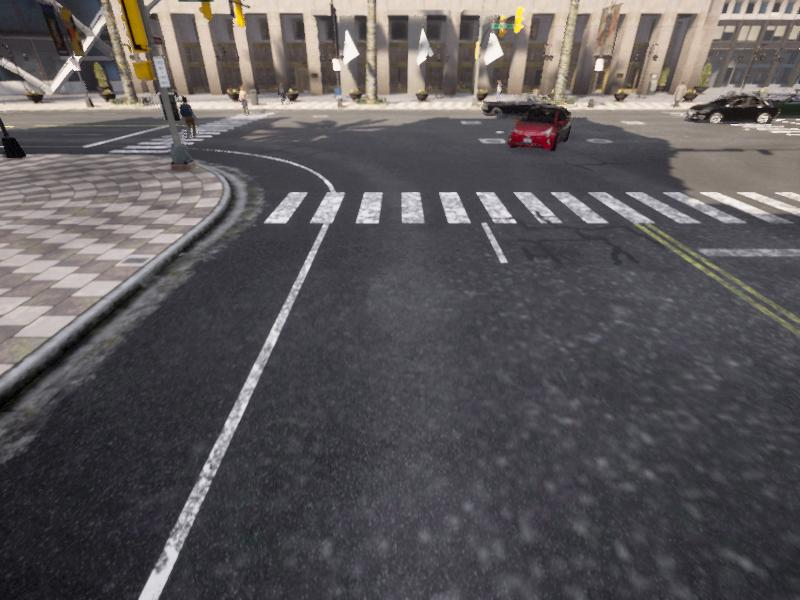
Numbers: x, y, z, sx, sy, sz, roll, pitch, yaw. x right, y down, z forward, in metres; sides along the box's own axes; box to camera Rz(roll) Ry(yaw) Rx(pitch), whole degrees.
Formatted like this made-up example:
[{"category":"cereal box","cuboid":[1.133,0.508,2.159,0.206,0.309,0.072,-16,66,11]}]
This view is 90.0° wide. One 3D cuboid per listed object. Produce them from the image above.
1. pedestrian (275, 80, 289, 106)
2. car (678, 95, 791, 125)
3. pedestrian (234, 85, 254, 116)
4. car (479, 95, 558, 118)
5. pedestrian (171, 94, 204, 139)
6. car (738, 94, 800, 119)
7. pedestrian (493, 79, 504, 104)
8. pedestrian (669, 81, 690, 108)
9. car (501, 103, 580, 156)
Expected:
[{"category":"pedestrian","cuboid":[-9.793,-17.205,33.218,0.751,1.860,0.751,-14,33,-22]},{"category":"car","cuboid":[20.093,-11.513,24.215,4.892,1.490,1.837,0,30,-2]},{"category":"pedestrian","cuboid":[-10.789,-13.777,27.658,0.751,1.860,0.751,1,30,2]},{"category":"car","cuboid":[8.005,-13.288,27.437,4.718,1.301,1.895,0,30,0]},{"category":"pedestrian","cuboid":[-10.017,-8.675,18.936,0.751,1.860,0.751,-1,30,-2]},{"category":"car","cuboid":[26.212,-13.258,27.321,4.181,1.385,1.994,0,30,0]},{"category":"pedestrian","cuboid":[8.574,-18.157,34.853,0.751,1.860,0.751,5,31,8]},{"category":"pedestrian","cuboid":[22.130,-16.308,31.698,0.751,1.860,0.751,24,38,35]},{"category":"car","cuboid":[6.204,-7.557,17.411,2.007,1.525,4.514,16,34,26]}]
